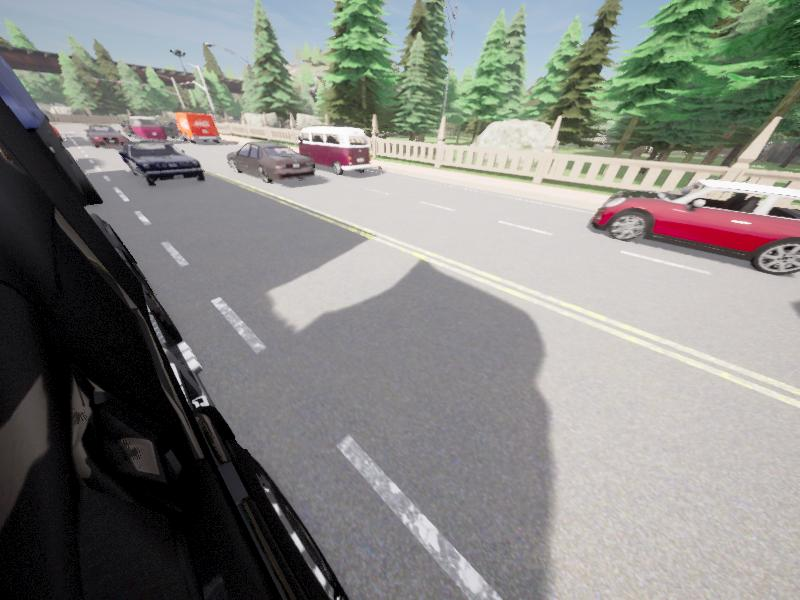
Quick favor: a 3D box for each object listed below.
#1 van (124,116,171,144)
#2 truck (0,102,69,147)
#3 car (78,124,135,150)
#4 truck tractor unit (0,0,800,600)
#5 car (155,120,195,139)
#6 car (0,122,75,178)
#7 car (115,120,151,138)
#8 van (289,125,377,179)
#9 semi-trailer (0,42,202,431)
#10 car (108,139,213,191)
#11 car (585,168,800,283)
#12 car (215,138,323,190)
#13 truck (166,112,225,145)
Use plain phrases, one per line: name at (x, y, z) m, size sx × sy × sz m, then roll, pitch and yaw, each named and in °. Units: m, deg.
van at (-24.877, -16.802, 22.768) m, size 4.442 × 1.987 × 1.775 m, roll 28°, pitch 44°, yaw 30°
truck at (-28.397, -13.401, 17.599) m, size 5.204 × 2.467 × 2.627 m, roll 28°, pitch 44°, yaw 30°
car at (-22.757, -12.665, 17.908) m, size 4.181 × 1.385 × 1.994 m, roll 28°, pitch 44°, yaw 30°
truck tractor unit at (-2.645, -0.295, 0.351) m, size 6.516 × 4.208 × 3.053 m, roll 28°, pitch 44°, yaw 30°
car at (-27.523, -20.821, 28.249) m, size 4.856 × 1.649 × 2.033 m, roll 28°, pitch 44°, yaw 30°
car at (-16.910, -6.893, 10.371) m, size 5.238 × 1.638 × 1.930 m, roll 28°, pitch 44°, yaw 30°
car at (-31.264, -20.053, 27.044) m, size 3.705 × 1.549 × 1.789 m, roll 28°, pitch 44°, yaw 30°
van at (-3.621, -8.165, 12.593) m, size 4.480 × 2.038 × 2.069 m, roll 28°, pitch 44°, yaw 30°
semi-trailer at (-8.695, -3.614, 4.222) m, size 14.254 × 4.402 × 2.717 m, roll 28°, pitch 44°, yaw 30°
car at (-10.095, -5.840, 9.698) m, size 4.718 × 1.301 × 1.895 m, roll 28°, pitch 44°, yaw 30°
car at (7.286, -2.079, 5.665) m, size 3.806 × 1.475 × 1.970 m, roll 28°, pitch 44°, yaw 30°
car at (-6.178, -6.525, 10.784) m, size 5.357 × 1.411 × 2.033 m, roll 28°, pitch 44°, yaw 30°
truck at (-21.048, -17.686, 23.809) m, size 5.204 × 2.467 × 2.627 m, roll 29°, pitch 44°, yaw 29°
